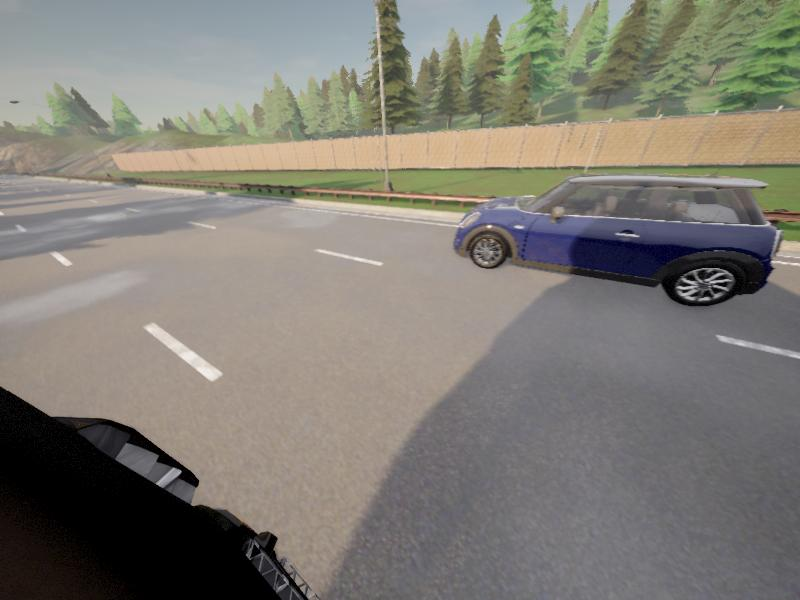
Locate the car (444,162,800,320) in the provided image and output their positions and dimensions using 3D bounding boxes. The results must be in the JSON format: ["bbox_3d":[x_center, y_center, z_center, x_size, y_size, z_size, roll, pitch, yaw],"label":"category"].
[{"bbox_3d":[3.453,-1.544,4.457,4.553,1.767,2.097,16,38,26],"label":"car"}]

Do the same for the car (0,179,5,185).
[{"bbox_3d":[-58.102,-16.940,32.286,4.902,1.511,2.128,16,38,26],"label":"car"}]
